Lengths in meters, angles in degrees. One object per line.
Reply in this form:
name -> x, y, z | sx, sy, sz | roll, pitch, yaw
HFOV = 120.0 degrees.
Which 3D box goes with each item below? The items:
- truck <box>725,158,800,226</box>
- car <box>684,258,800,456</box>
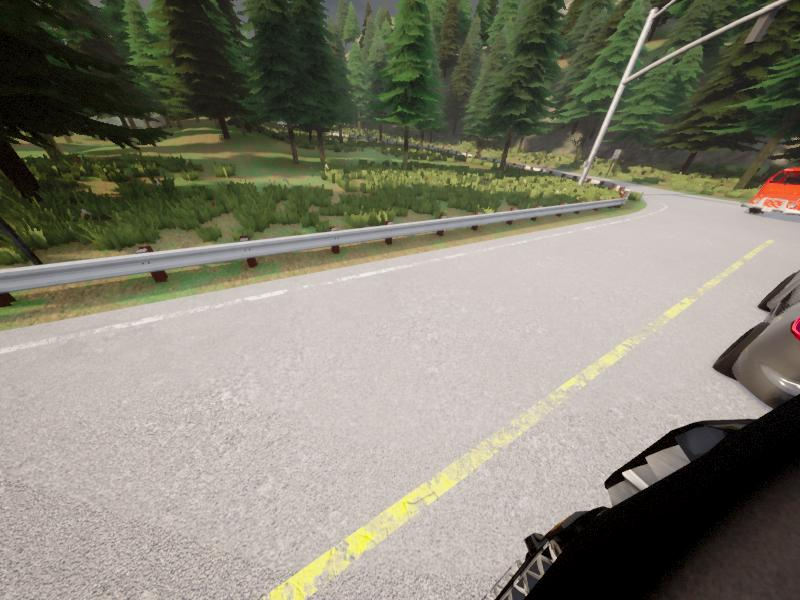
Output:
truck -> 20.188, -5.095, 10.932 | 5.204, 2.467, 2.627 | -2, 33, -7
car -> 5.832, 0.331, 2.379 | 4.611, 1.667, 2.242 | -16, 38, -26
